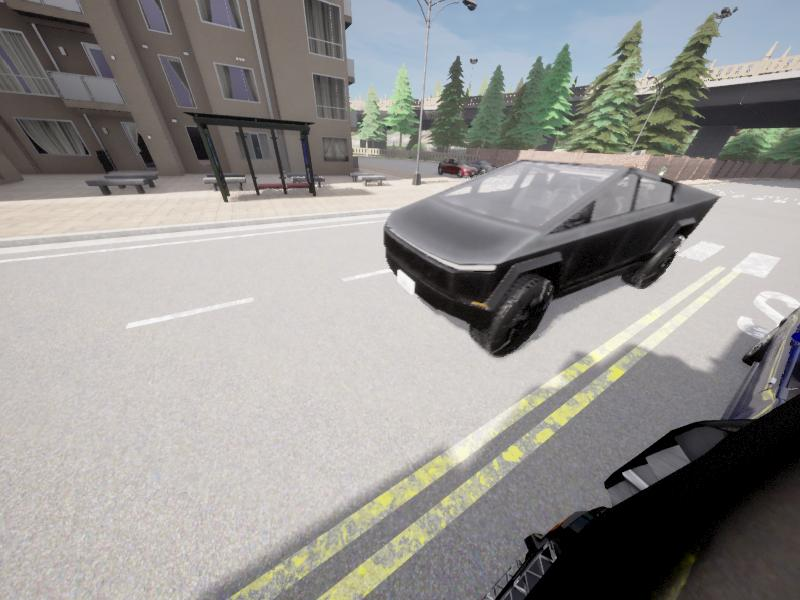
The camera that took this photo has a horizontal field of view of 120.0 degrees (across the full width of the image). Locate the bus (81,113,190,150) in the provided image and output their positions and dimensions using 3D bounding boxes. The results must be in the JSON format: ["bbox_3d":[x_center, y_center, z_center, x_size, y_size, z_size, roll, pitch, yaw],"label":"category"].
[{"bbox_3d":[-42.324,-27.360,37.938,10.273,4.253,3.944,-15,37,-25],"label":"bus"}]

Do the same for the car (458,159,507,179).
[{"bbox_3d":[8.124,-13.265,23.223,1.994,1.385,4.181,-17,38,-27],"label":"car"}]

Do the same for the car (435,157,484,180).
[{"bbox_3d":[5.321,-12.246,21.375,1.816,1.474,4.193,-16,38,-26],"label":"car"}]

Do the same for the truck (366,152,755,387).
[{"bbox_3d":[2.815,-1.250,4.150,6.274,2.098,2.390,-15,37,-25],"label":"truck"}]

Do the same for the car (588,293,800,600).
[{"bbox_3d":[3.722,1.079,1.441,4.718,1.301,1.895,-16,38,-26],"label":"car"}]

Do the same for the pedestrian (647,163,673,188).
[{"bbox_3d":[23.455,-11.227,20.834,0.751,1.860,0.751,-24,42,-34],"label":"pedestrian"}]
